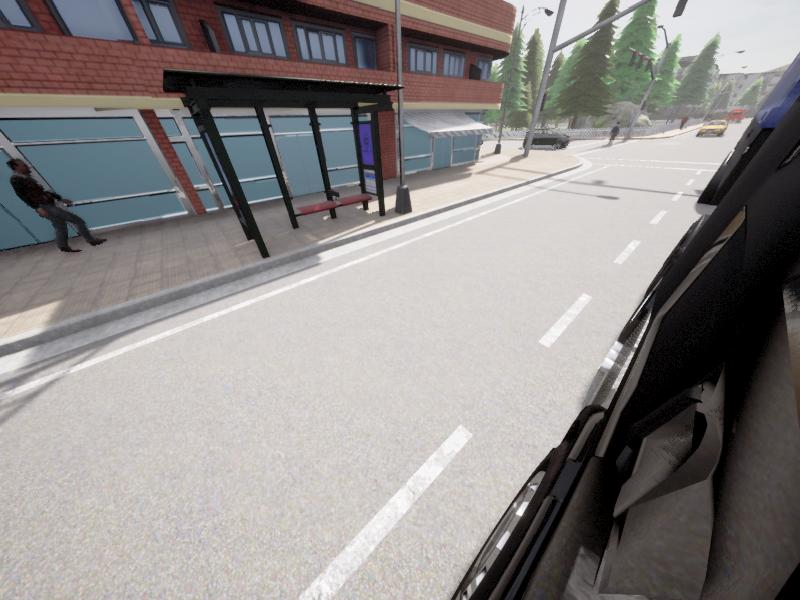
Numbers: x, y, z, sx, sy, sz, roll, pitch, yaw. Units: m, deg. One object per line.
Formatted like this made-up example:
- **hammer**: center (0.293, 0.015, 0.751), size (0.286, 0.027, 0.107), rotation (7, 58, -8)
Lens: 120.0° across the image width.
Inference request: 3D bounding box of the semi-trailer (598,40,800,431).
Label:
- **semi-trailer**: center (8.692, -3.612, 4.229), size (14.254, 4.402, 2.717), rotation (-28, 44, -30)

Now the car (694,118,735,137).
- **car**: center (35.621, -19.539, 26.165), size (5.366, 1.575, 1.801), rotation (-27, 43, -29)

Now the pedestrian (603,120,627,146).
- **pedestrian**: center (19.164, -14.875, 20.624), size (0.751, 1.860, 0.751), rotation (-27, 43, -29)

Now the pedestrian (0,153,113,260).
- **pedestrian**: center (-7.275, -1.910, 4.807), size (0.751, 1.860, 0.751), rotation (-28, 44, -30)

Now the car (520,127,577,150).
- **car**: center (13.142, -14.376, 20.627), size (3.705, 1.549, 1.789), rotation (26, 46, 34)

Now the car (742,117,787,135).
- **car**: center (41.378, -19.870, 26.325), size (4.792, 1.488, 2.163), rotation (-28, 44, -30)

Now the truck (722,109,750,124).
- **truck**: center (75.960, -41.507, 52.204), size (5.204, 2.467, 2.627), rotation (-28, 44, -30)

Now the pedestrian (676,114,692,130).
- **pedestrian**: center (44.705, -28.015, 36.382), size (0.751, 1.860, 0.751), rotation (-28, 44, -30)

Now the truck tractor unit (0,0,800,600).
- **truck tractor unit**: center (2.645, -0.295, 0.351), size (6.516, 4.208, 3.053), rotation (-28, 44, -30)
